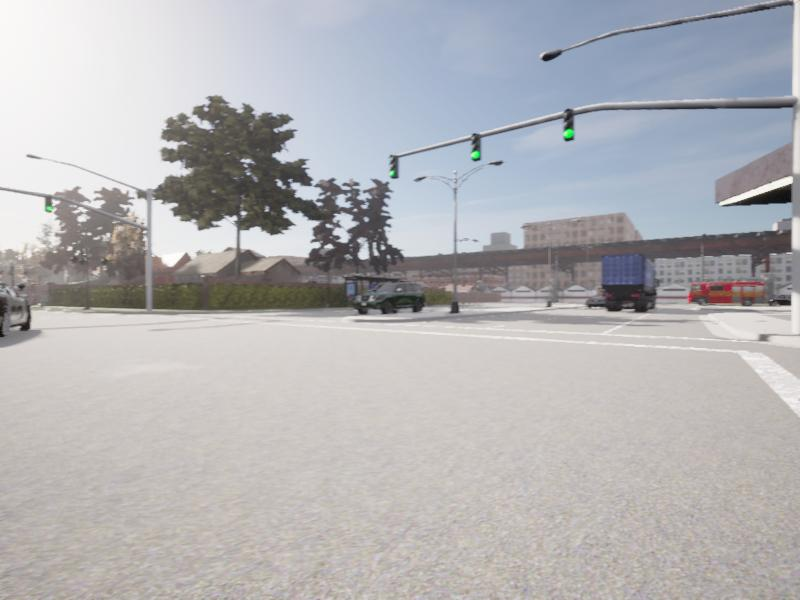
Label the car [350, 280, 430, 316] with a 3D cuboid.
[{"bbox_3d":[-0.477,-0.113,25.370,2.150,2.045,5.566,0,0,35],"label":"car"}]

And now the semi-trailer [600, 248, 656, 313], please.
[{"bbox_3d":[19.573,-1.303,33.755,2.717,4.402,14.254,0,0,35],"label":"semi-trailer"}]

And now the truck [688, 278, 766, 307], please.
[{"bbox_3d":[46.339,-1.049,57.111,8.468,3.827,2.891,0,0,36],"label":"truck"}]

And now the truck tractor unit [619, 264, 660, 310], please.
[{"bbox_3d":[24.145,-1.220,40.211,3.053,4.208,6.516,0,1,35],"label":"truck tractor unit"}]

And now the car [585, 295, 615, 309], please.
[{"bbox_3d":[20.996,0.187,41.813,2.033,1.411,5.357,0,0,35],"label":"car"}]

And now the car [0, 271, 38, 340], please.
[{"bbox_3d":[-11.573,0.122,10.831,1.930,1.638,5.238,1,0,-35],"label":"car"}]
